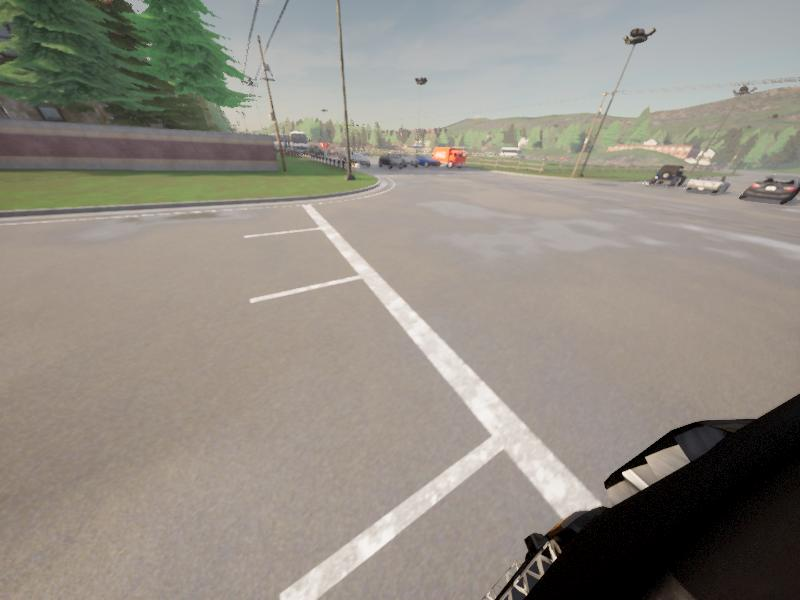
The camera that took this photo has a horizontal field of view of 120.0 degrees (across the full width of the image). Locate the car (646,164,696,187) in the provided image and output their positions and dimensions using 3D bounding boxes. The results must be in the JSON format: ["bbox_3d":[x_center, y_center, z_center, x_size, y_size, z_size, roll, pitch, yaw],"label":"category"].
[{"bbox_3d":[28.238,-12.990,24.090,3.866,1.878,1.905,-16,38,-26],"label":"car"}]

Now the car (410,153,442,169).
[{"bbox_3d":[3.596,-19.926,33.048,1.882,1.535,5.008,-16,38,-27],"label":"car"}]

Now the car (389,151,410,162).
[{"bbox_3d":[-0.213,-27.333,43.990,2.007,1.525,4.514,-16,38,-27],"label":"car"}]

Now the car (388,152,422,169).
[{"bbox_3d":[0.588,-19.084,31.468,2.152,1.651,5.027,-16,38,-27],"label":"car"}]

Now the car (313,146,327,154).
[{"bbox_3d":[-21.465,-40.235,61.795,2.242,1.667,4.611,-16,38,-27],"label":"car"}]

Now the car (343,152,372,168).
[{"bbox_3d":[-5.194,-17.027,28.074,1.812,1.442,4.674,-16,38,-27],"label":"car"}]

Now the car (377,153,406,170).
[{"bbox_3d":[-1.109,-16.919,28.121,1.789,1.549,3.705,-16,38,-27],"label":"car"}]

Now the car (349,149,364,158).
[{"bbox_3d":[-9.630,-32.570,51.255,1.970,1.475,3.806,-16,38,-27],"label":"car"}]

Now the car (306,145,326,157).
[{"bbox_3d":[-16.799,-29.799,46.138,1.905,1.878,3.866,-25,42,-35],"label":"car"}]

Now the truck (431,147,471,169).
[{"bbox_3d":[7.250,-20.596,33.487,2.627,2.467,5.204,-16,38,-27],"label":"truck"}]

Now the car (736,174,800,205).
[{"bbox_3d":[28.101,-8.386,17.307,4.611,1.667,2.242,-16,38,-26],"label":"car"}]

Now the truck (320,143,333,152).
[{"bbox_3d":[-24.573,-51.082,77.269,2.627,2.467,5.204,-16,38,-26],"label":"truck"}]

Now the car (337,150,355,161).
[{"bbox_3d":[-9.508,-25.406,40.508,1.994,1.385,4.181,-13,36,-22],"label":"car"}]

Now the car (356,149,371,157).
[{"bbox_3d":[-8.789,-35.480,55.825,1.994,1.385,4.181,-16,38,-27],"label":"car"}]

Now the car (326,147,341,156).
[{"bbox_3d":[-15.147,-33.877,52.639,2.242,1.667,4.611,-13,36,-22],"label":"car"}]

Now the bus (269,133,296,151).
[{"bbox_3d":[-36.594,-49.168,71.835,3.944,4.253,10.273,-23,41,-33],"label":"bus"}]

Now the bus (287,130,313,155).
[{"bbox_3d":[-22.924,-35.768,52.567,3.944,4.253,10.273,-13,36,-21],"label":"bus"}]

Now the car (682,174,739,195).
[{"bbox_3d":[27.677,-10.348,20.586,4.718,1.301,1.895,-16,38,-26],"label":"car"}]
